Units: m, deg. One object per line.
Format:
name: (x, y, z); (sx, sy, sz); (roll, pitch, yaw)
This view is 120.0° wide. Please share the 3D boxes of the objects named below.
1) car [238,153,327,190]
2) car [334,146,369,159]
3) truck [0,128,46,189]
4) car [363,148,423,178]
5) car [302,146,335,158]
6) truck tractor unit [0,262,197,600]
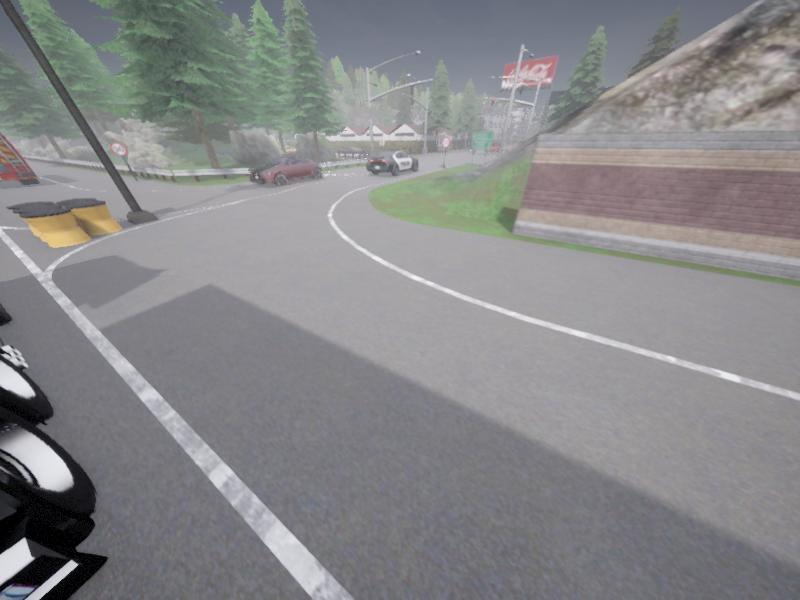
car: (-6.724, -7.777, 13.774); (1.994, 1.385, 4.181); (19, 40, 25)
car: (-7.223, -22.104, 34.587); (4.792, 1.488, 2.163); (18, 39, 25)
truck: (-27.253, -9.581, 14.729); (8.468, 3.827, 2.891); (20, 40, 27)
car: (-0.307, -10.201, 17.009); (2.038, 1.542, 4.974); (18, 39, 24)
car: (-13.256, -24.119, 37.497); (5.008, 1.535, 1.882); (18, 39, 25)
truck tractor unit: (-5.113, -0.297, 0.787); (6.516, 4.208, 3.053); (18, 39, 24)
